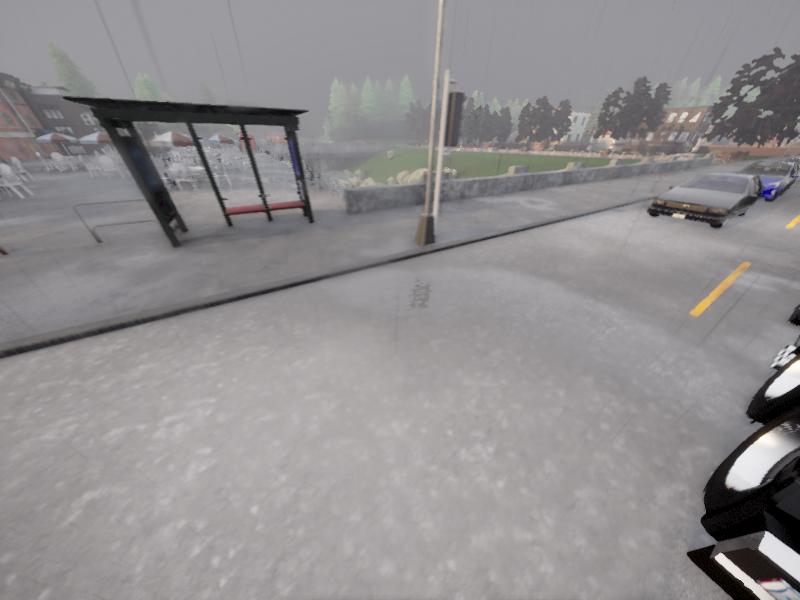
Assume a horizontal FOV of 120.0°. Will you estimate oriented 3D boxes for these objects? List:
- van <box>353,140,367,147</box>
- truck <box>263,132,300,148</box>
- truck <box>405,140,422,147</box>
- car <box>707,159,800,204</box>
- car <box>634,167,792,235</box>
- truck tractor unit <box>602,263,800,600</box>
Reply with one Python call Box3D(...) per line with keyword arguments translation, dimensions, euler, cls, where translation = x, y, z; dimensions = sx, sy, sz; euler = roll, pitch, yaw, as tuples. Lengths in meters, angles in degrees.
Box3D(translation=(-14.203, -55.325, 81.733), dimensions=(4.442, 1.987, 1.775), euler=(-18, 39, -24), cls="van")
Box3D(translation=(-34.593, -46.815, 67.667), dimensions=(8.468, 3.827, 2.891), euler=(-18, 39, -24), cls="truck")
Box3D(translation=(5.231, -61.688, 90.983), dimensions=(6.274, 2.098, 2.390), euler=(-18, 39, -24), cls="truck")
Box3D(translation=(18.075, -6.034, 11.543), dimensions=(4.514, 1.525, 2.007), euler=(-18, 39, -25), cls="car")
Box3D(translation=(11.305, -3.774, 8.340), dimensions=(5.357, 1.411, 2.033), euler=(-18, 39, -24), cls="car")
Box3D(translation=(5.109, -0.300, 0.791), dimensions=(6.516, 4.208, 3.053), euler=(-18, 39, -24), cls="truck tractor unit")
